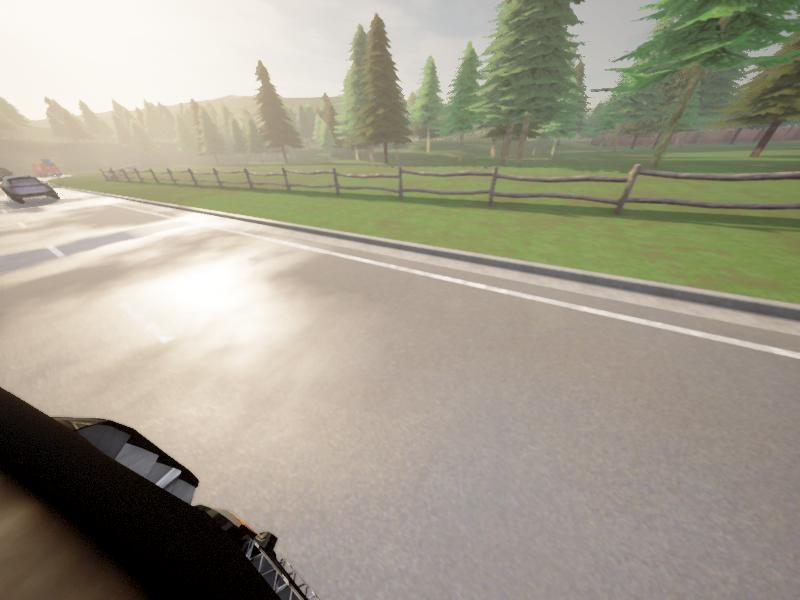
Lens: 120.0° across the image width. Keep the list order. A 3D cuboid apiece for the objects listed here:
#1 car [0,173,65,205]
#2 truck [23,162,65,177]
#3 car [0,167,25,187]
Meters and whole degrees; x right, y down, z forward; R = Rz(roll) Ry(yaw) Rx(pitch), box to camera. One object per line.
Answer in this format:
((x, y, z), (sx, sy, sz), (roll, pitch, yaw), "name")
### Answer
((-27.311, -8.221, 16.892), (4.856, 1.649, 2.033), (16, 38, 26), "car")
((-75.194, -27.567, 48.849), (5.204, 2.467, 2.627), (8, 35, 16), "truck")
((-53.247, -16.455, 30.834), (5.566, 2.045, 2.150), (16, 38, 26), "car")
